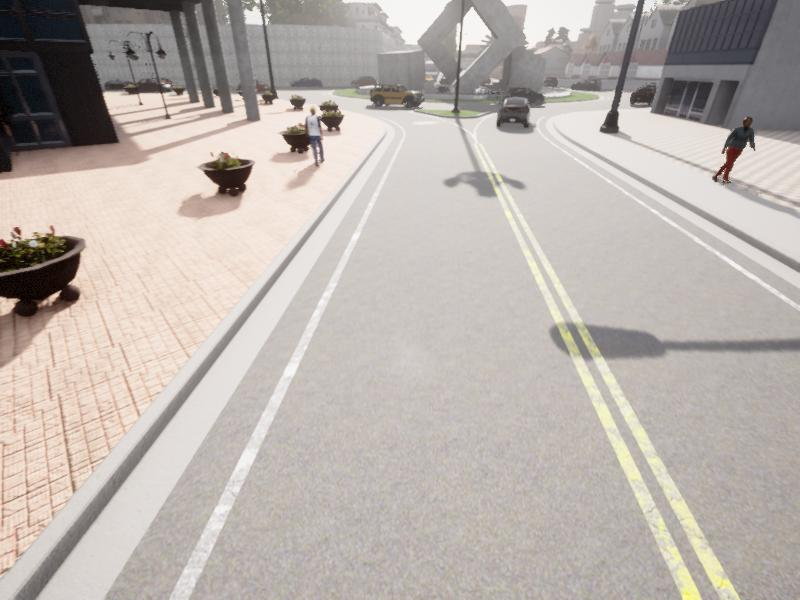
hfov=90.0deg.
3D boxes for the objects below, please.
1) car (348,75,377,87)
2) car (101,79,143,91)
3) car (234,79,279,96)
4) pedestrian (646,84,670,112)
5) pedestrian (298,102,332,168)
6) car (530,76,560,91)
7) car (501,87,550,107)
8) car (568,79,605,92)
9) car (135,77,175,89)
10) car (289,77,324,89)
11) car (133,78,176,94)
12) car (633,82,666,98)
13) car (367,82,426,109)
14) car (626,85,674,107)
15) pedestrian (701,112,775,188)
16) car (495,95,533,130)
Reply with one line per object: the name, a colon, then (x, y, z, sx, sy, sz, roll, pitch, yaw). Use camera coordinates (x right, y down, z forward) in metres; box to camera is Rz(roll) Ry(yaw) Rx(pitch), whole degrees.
car: (-6.368, -37.576, 68.650, 4.553, 1.767, 2.097, -21, 36, -32)
car: (-37.498, -29.073, 54.031, 4.181, 1.385, 1.994, 3, 30, 5)
car: (-18.269, -27.085, 50.932, 5.027, 1.651, 2.152, 12, 32, 20)
pedestrian: (19.762, -15.433, 30.619, 0.751, 1.860, 0.751, -8, 31, -15)
pedestrian: (-2.732, -5.352, 12.994, 0.751, 1.860, 0.751, 3, 30, 4)
car: (23.236, -34.744, 64.112, 3.866, 1.878, 1.905, 25, 38, 35)
car: (11.337, -18.459, 36.350, 3.633, 1.501, 1.845, -3, 31, -6)
car: (29.144, -33.639, 62.628, 2.242, 1.667, 4.611, -23, 37, -34)
car: (-36.722, -32.601, 60.031, 4.514, 1.525, 2.007, 3, 30, 5)
car: (-15.034, -34.874, 64.340, 5.027, 1.651, 2.152, -10, 32, -18)
car: (-30.761, -26.895, 50.247, 3.988, 1.617, 1.851, 5, 31, 8)
car: (31.363, -26.512, 50.398, 1.789, 1.549, 3.705, 3, 30, 4)
car: (-0.274, -17.574, 34.325, 4.605, 1.855, 1.932, 12, 32, 20)
car: (24.463, -19.997, 39.054, 5.238, 1.638, 1.930, -23, 38, -34)
pedestrian: (9.306, -4.154, 11.106, 0.751, 1.860, 0.751, 6, 31, 9)
car: (7.032, -11.555, 24.478, 1.837, 1.490, 4.892, 8, 31, 13)
